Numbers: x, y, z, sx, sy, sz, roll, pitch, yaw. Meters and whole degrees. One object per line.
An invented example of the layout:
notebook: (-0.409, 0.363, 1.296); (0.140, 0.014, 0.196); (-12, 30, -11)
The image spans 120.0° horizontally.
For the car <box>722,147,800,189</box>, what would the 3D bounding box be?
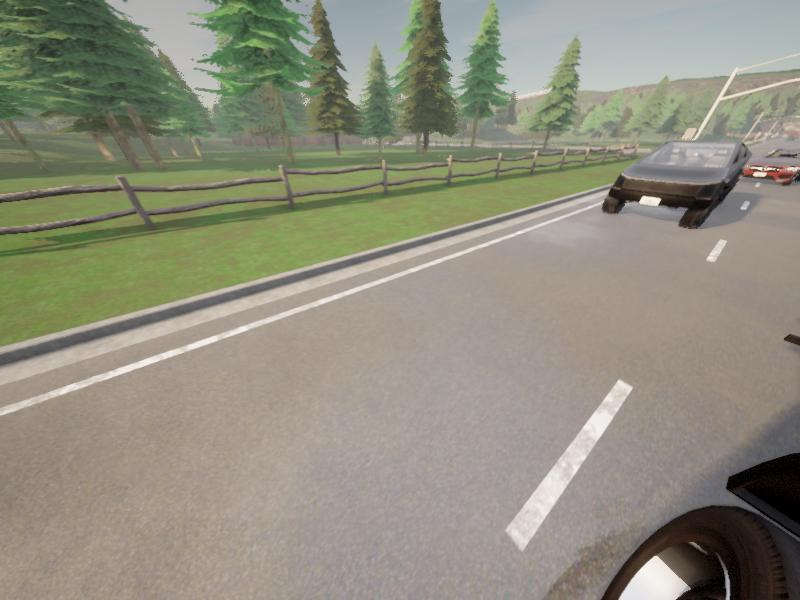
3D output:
car: (21.286, -7.555, 12.993); (5.027, 1.651, 2.152); (-17, 38, -22)

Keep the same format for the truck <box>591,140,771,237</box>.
truck: (9.708, -4.202, 7.945); (6.274, 2.098, 2.390); (-23, 41, -29)
